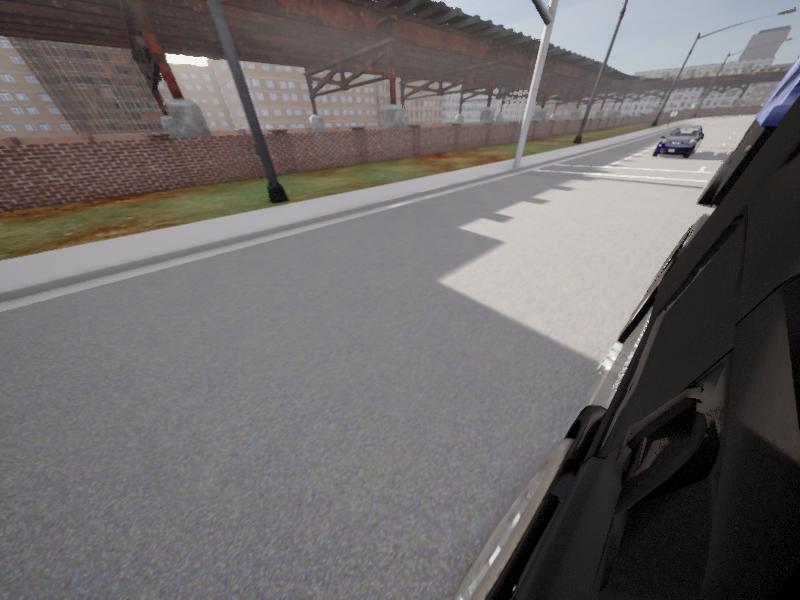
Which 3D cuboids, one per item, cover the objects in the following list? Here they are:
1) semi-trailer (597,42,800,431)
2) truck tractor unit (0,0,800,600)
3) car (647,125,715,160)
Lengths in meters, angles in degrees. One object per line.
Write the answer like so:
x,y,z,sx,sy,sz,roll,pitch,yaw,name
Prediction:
8.709,-3.587,4.231,14.254,4.402,2.717,-28,44,-30,semi-trailer
2.645,-0.295,0.352,6.516,4.208,3.053,-28,44,-30,truck tractor unit
17.608,-9.949,14.495,3.633,1.501,1.845,-28,44,-30,car
